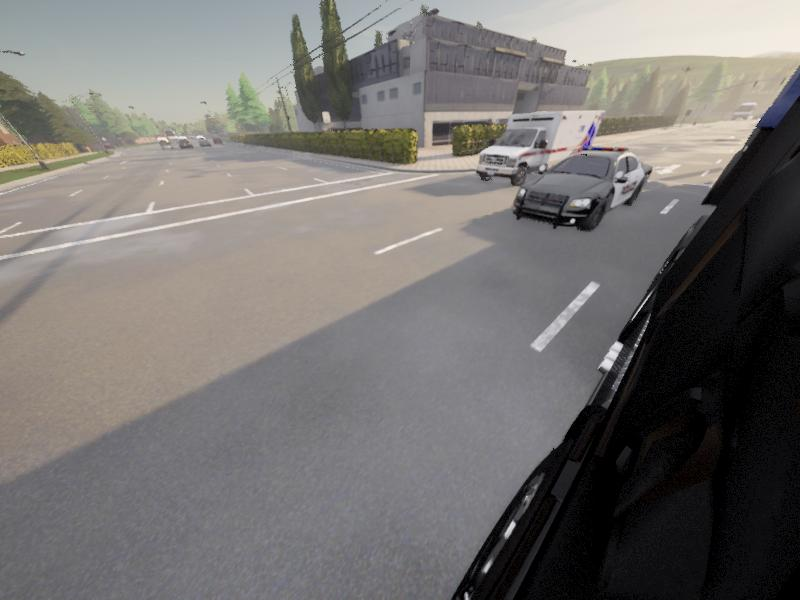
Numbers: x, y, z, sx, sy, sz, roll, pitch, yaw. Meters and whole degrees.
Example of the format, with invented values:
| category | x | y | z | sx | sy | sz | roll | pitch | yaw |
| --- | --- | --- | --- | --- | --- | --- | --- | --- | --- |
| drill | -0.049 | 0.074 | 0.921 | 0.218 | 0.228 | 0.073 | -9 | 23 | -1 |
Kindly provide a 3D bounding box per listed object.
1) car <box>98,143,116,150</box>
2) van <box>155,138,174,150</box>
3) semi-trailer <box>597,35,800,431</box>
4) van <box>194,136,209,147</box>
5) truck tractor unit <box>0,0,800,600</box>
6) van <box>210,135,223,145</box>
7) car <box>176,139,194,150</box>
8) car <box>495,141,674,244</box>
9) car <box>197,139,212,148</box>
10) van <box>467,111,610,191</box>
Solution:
| category | x | y | z | sx | sy | sz | roll | pitch | yaw |
| --- | --- | --- | --- | --- | --- | --- | --- | --- | --- |
| car | -79.603 | -41.793 | 62.751 | 4.674 | 1.442 | 1.812 | 18 | 42 | 25 |
| van | -52.158 | -34.712 | 51.225 | 2.069 | 2.038 | 4.480 | -26 | 43 | -28 |
| semi-trailer | 8.752 | -3.560 | 4.185 | 14.254 | 4.402 | 2.717 | -27 | 43 | -29 |
| van | -49.029 | -39.257 | 57.094 | 2.069 | 2.038 | 4.480 | -26 | 43 | -28 |
| truck tractor unit | 2.645 | -0.295 | 0.351 | 6.516 | 4.208 | 3.053 | -28 | 44 | -30 |
| van | -48.909 | -42.603 | 61.583 | 1.775 | 1.987 | 4.442 | -26 | 43 | -28 |
| car | -45.310 | -32.799 | 48.690 | 2.242 | 1.667 | 4.611 | -26 | 43 | -28 |
| car | 5.176 | -3.303 | 6.454 | 4.974 | 1.542 | 2.038 | -27 | 43 | -28 |
| car | -44.300 | -35.434 | 52.262 | 1.994 | 1.385 | 4.181 | -26 | 43 | -28 |
| van | 6.346 | -7.047 | 10.630 | 6.366 | 2.431 | 2.351 | -25 | 42 | -27 |
